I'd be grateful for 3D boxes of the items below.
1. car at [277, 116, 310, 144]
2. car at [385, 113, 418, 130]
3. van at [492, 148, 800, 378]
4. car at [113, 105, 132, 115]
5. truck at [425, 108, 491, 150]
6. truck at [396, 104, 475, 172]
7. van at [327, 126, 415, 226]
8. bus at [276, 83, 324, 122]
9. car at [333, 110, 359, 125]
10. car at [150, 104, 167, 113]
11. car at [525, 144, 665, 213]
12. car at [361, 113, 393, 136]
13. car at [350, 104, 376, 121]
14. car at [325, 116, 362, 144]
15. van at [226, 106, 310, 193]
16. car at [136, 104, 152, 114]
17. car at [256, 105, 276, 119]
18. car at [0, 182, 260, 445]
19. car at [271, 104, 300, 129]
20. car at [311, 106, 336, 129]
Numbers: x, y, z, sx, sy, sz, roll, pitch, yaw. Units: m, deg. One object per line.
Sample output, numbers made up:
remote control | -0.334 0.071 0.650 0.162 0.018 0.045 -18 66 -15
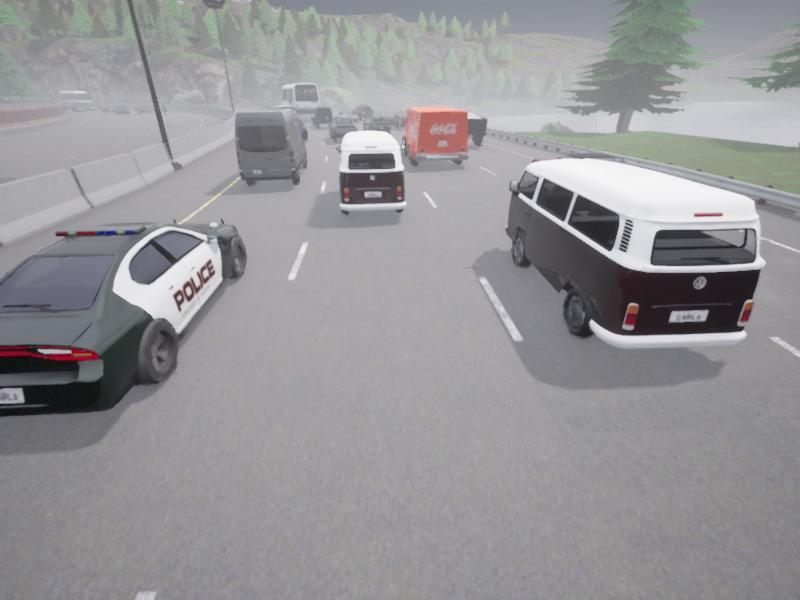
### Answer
car | -7.888 -12.688 29.656 2.007 1.525 4.514 -6 28 -12
car | 0.069 -17.580 39.275 1.895 1.301 4.718 -8 28 -14
van | 3.153 -1.030 6.326 2.069 2.038 4.480 -2 27 -3
car | -50.059 -34.207 72.082 2.007 1.525 4.514 -20 33 -33
truck | 3.592 -11.541 26.638 2.390 2.098 6.274 -6 28 -10
truck | 1.479 -8.095 19.612 2.627 2.467 5.204 -4 29 -8
van | -0.900 -3.894 11.941 2.069 2.038 4.480 -3 28 -5
bus | -13.347 -26.082 52.735 3.944 4.253 10.273 -11 29 -20
car | -6.284 -21.201 46.391 1.895 1.301 4.718 -10 29 -17
car | -48.237 -38.258 79.876 1.816 1.474 4.193 -21 34 -34
car | 6.036 -4.172 13.188 1.895 1.301 4.718 -3 27 -5
car | -2.046 -15.137 34.373 1.816 1.474 4.193 -7 28 -13
car | -4.804 -24.152 51.455 1.932 1.855 4.605 -11 29 -19
car | -4.209 -12.540 29.330 2.128 1.511 4.902 -6 28 -12
van | -4.980 -6.299 16.119 1.988 2.561 5.915 -4 27 -7
car | -47.493 -35.368 74.170 1.789 1.549 3.705 -20 33 -33
car | -19.289 -27.010 57.506 1.851 1.617 3.988 -13 30 -22
car | -3.808 -0.410 5.785 2.038 1.542 4.974 -2 27 -3
car | -12.223 -19.569 42.497 2.150 2.045 5.566 -9 29 -17
car | -7.785 -18.518 40.560 1.905 1.878 3.866 -9 28 -15
